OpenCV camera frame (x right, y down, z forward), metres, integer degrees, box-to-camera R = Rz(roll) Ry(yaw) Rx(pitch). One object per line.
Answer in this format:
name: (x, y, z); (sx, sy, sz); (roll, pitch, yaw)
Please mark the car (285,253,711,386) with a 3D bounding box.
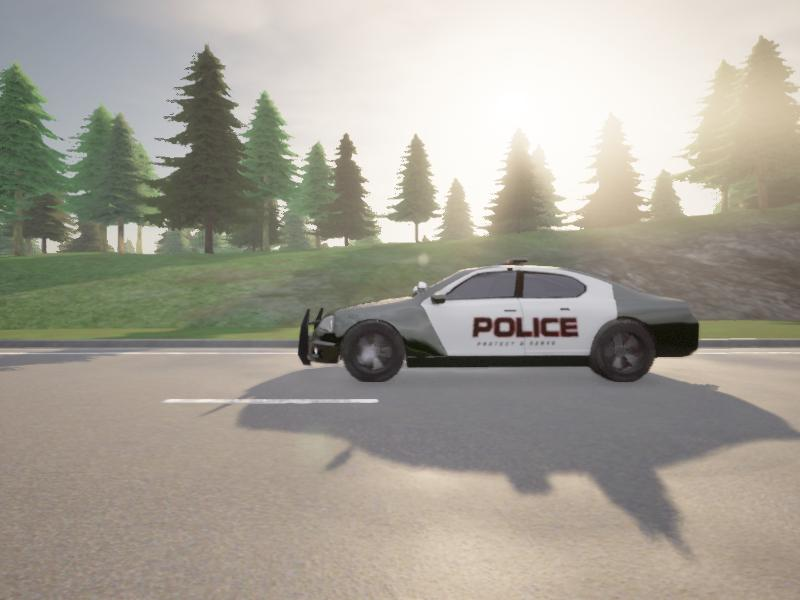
car: (1.147, 0.225, 5.697); (4.974, 1.542, 2.038); (0, 0, 0)
